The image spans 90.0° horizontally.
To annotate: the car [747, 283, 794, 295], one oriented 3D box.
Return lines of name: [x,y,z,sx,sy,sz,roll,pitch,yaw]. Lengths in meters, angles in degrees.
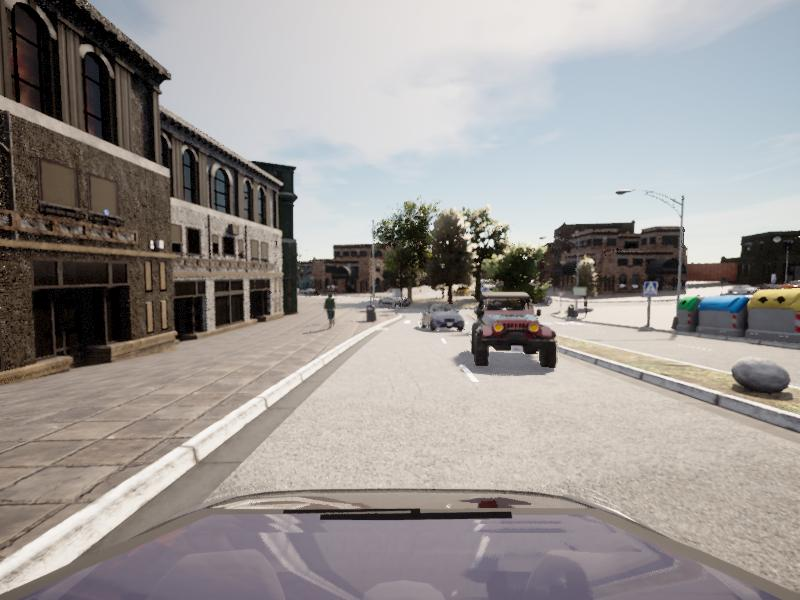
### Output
car: [53.317,-1.624,57.699,2.163,1.488,4.792,-4,1,-1]

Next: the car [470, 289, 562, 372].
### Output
car: [2.960,0.699,11.003,1.905,1.878,3.866,0,-1,8]

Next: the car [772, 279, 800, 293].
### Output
car: [56.084,-1.958,56.737,2.185,1.767,4.553,-4,1,-1]

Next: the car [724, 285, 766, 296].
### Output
car: [50.529,-1.434,58.685,2.002,1.452,4.674,-4,1,-1]

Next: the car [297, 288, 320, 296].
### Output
car: [-19.310,-1.669,84.477,5.238,1.638,1.930,2,4,42]

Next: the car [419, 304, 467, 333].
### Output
car: [2.306,0.970,22.480,1.816,1.474,4.193,0,0,-6]

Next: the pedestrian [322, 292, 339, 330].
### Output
pedestrian: [-3.554,0.562,20.466,0.751,1.860,0.751,0,4,0]

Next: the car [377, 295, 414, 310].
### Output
car: [-0.705,0.243,53.537,1.930,1.638,5.238,-4,5,-43]

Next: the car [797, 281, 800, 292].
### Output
car: [58.880,-1.984,55.842,2.163,1.488,4.792,-4,1,-1]
